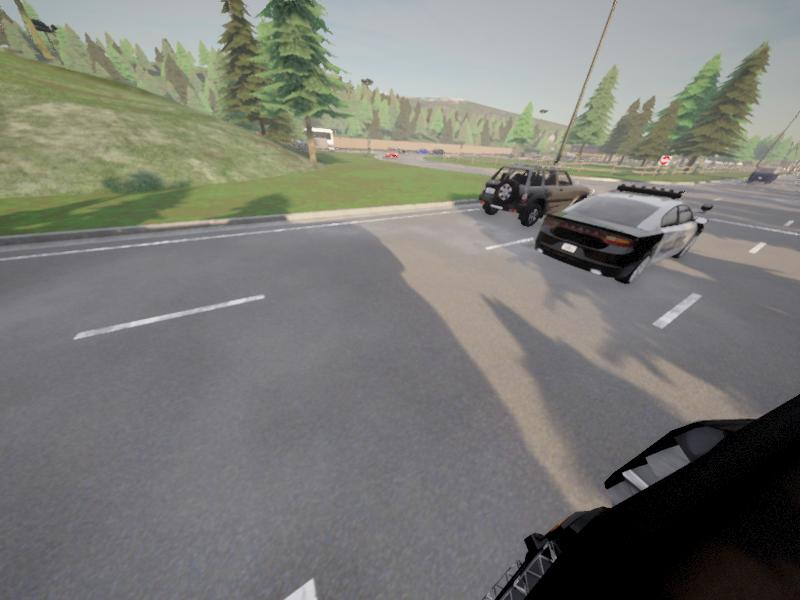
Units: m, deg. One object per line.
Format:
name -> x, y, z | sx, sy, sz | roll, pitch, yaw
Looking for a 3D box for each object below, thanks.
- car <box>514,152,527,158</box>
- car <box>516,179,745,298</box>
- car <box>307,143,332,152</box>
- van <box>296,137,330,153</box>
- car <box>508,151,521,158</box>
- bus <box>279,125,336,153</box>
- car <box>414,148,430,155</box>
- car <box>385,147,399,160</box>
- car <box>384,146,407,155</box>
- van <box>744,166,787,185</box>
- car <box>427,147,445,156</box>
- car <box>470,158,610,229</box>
car -> 45.663, -55.006, 87.549 | 3.866, 1.878, 1.905 | -16, 38, -26
car -> 5.613, -1.845, 5.614 | 5.238, 1.638, 1.930 | -16, 38, -26
car -> -19.010, -36.173, 54.879 | 5.027, 1.651, 2.152 | -16, 38, -26
van -> -18.080, -32.411, 48.293 | 5.915, 2.561, 1.988 | -16, 38, -26
car -> 44.873, -57.042, 90.504 | 4.605, 1.855, 1.932 | -16, 38, -26
bus -> -19.780, -34.800, 50.170 | 10.273, 4.253, 3.944 | -16, 38, -26
car -> 6.757, -45.898, 71.281 | 4.514, 1.525, 2.007 | -16, 38, -26
car -> -1.491, -25.849, 40.659 | 2.242, 1.667, 4.611 | -1, 34, -5
car -> -1.146, -36.915, 57.143 | 5.238, 1.638, 1.930 | -16, 38, -26
van -> 46.981, -16.048, 29.712 | 4.442, 1.987, 1.775 | -16, 38, -26
car -> 10.332, -42.577, 66.258 | 4.605, 1.855, 1.932 | -16, 38, -26
car -> 5.208, -4.088, 8.689 | 4.605, 1.855, 1.932 | -15, 38, -27
